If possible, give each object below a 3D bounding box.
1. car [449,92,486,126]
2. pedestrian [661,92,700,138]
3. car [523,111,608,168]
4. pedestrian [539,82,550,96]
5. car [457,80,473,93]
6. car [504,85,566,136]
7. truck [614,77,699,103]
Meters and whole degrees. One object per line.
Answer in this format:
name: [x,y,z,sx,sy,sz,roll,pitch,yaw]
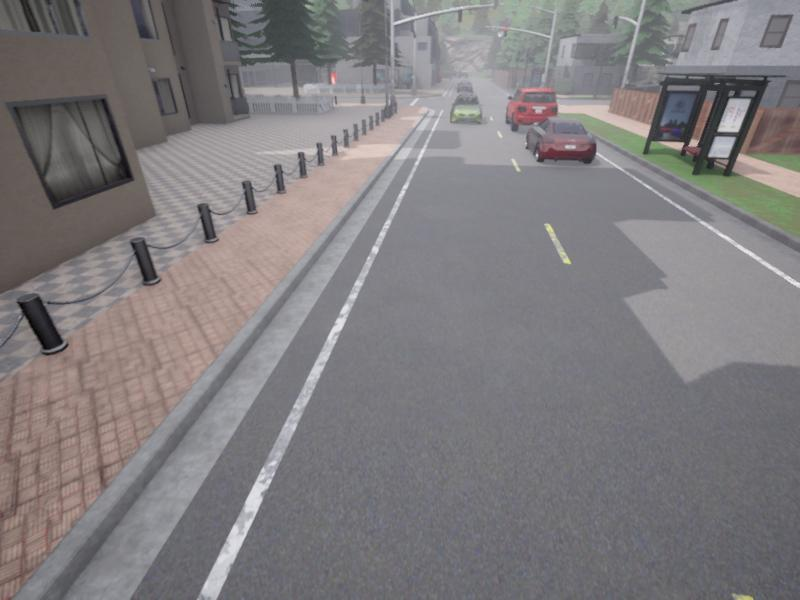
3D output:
car: [4.174,-11.969,24.960,2.007,1.525,4.514,4,31,7]
pedestrian: [12.907,-8.540,18.463,0.751,1.860,0.751,4,31,7]
car: [6.122,-6.280,15.405,1.994,1.385,4.181,4,31,7]
pedestrian: [16.182,-23.578,44.727,0.751,1.300,0.751,-1,30,-2]
car: [8.646,-28.511,53.407,1.994,1.385,4.181,4,31,7]
car: [7.211,-10.572,22.072,2.150,2.045,5.566,4,31,7]
truck: [24.884,-20.480,39.000,6.274,2.098,2.390,0,30,-1]
